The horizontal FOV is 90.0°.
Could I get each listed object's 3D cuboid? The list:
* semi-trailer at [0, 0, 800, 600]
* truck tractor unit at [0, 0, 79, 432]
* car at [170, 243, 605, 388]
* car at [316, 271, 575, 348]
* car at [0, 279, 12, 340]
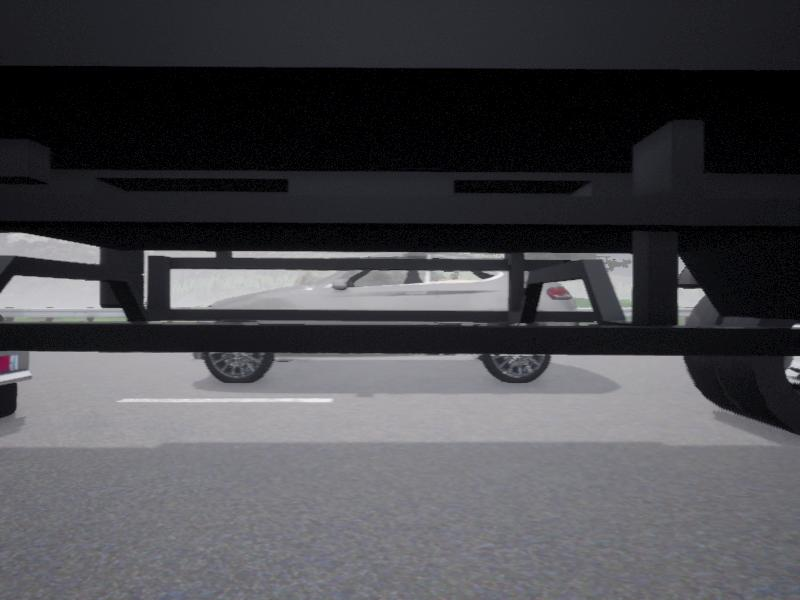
[{"bbox_3d":[1.659,-1.220,2.208,14.254,4.402,2.717,0,0,0],"label":"semi-trailer"},{"bbox_3d":[-6.259,-1.121,2.212,6.516,4.208,3.053,0,0,0],"label":"truck tractor unit"},{"bbox_3d":[-0.142,0.180,5.699,5.027,1.651,2.152,0,0,0],"label":"car"},{"bbox_3d":[0.939,0.200,9.200,5.366,1.575,1.801,0,0,0],"label":"car"},{"bbox_3d":[-12.172,0.235,9.208,4.514,1.525,2.007,0,0,0],"label":"car"}]
